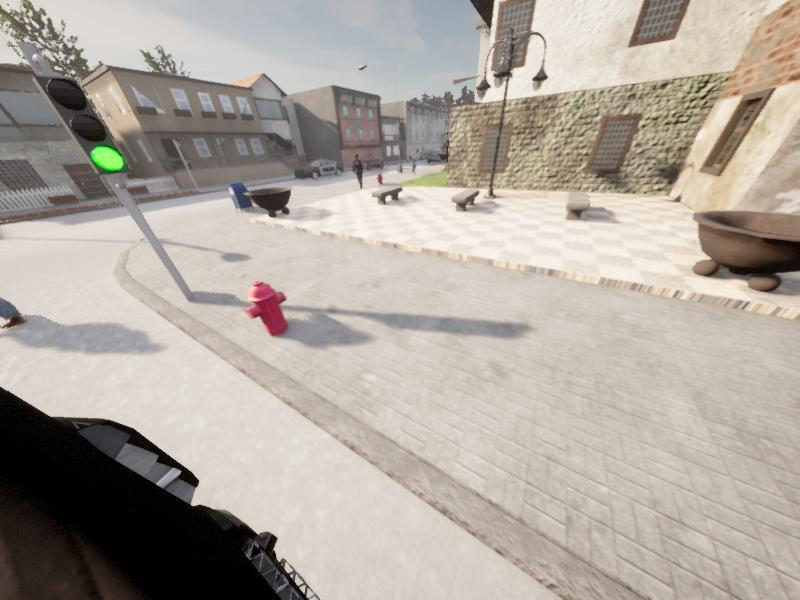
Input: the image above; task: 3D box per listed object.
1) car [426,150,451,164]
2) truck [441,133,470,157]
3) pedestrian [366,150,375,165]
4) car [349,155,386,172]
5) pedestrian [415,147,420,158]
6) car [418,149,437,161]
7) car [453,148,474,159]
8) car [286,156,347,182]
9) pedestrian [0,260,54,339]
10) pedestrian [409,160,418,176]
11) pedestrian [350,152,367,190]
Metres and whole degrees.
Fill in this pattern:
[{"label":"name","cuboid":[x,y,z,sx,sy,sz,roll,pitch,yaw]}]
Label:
[{"label":"car","cuboid":[5.629,-20.763,33.521,1.994,1.385,4.181,16,38,27]},{"label":"truck","cuboid":[11.600,-32.012,47.752,2.891,3.827,8.468,16,38,26]},{"label":"pedestrian","cuboid":[-4.394,-21.265,34.401,0.751,1.860,0.751,15,38,25]},{"label":"car","cuboid":[-3.707,-16.054,27.181,1.994,1.385,4.181,16,38,27]},{"label":"pedestrian","cuboid":[3.434,-28.752,45.042,0.751,1.860,0.751,21,40,31]},{"label":"car","cuboid":[4.652,-24.254,38.683,1.789,1.549,3.705,16,38,26]},{"label":"car","cuboid":[11.565,-26.539,41.716,2.033,1.411,5.357,16,38,27]},{"label":"car","cuboid":[-7.635,-12.443,21.814,1.930,1.638,5.238,15,38,26]},{"label":"pedestrian","cuboid":[-6.391,-0.312,3.217,0.751,1.860,0.751,-22,38,-26]},{"label":"pedestrian","cuboid":[1.123,-10.749,18.821,0.500,1.100,0.500,18,39,28]},{"label":"pedestrian","cuboid":[-2.414,-7.542,13.574,0.751,1.860,0.751,-7,34,-6]}]
